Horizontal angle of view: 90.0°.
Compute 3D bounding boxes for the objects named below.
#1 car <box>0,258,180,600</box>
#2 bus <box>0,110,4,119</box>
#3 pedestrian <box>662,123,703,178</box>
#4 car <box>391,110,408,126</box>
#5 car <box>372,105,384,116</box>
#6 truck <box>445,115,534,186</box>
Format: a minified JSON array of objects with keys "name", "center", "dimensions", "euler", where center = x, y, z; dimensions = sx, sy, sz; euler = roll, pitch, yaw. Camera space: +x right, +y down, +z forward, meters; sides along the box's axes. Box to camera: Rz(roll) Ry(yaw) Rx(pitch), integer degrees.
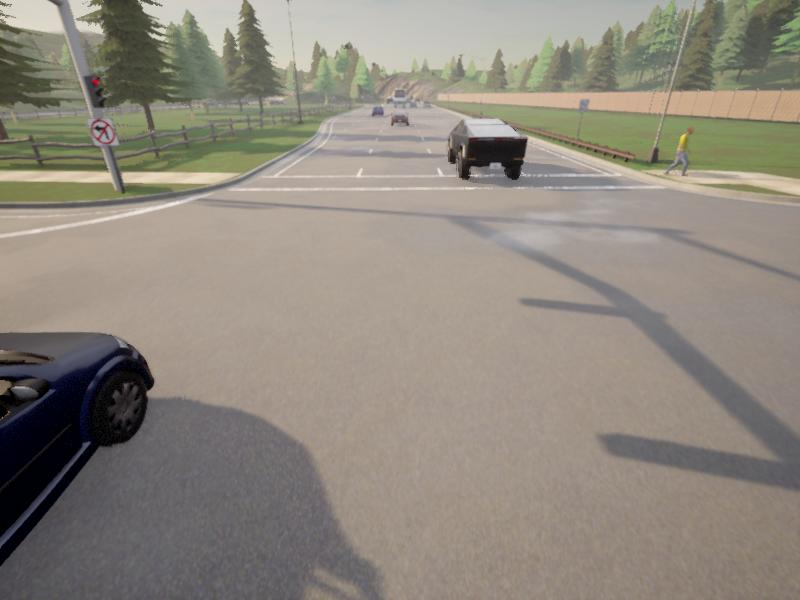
[{"name":"car","center":[-3.497,1.220,2.529],"dimensions":[1.851,1.617,3.988],"euler":[0,27,0]},{"name":"bus","center":[-61.034,-26.500,54.085],"dimensions":[3.944,4.253,10.273],"euler":[0,27,0]},{"name":"pedestrian","center":[10.615,-5.633,15.062],"dimensions":[0.751,1.860,0.751],"euler":[17,32,31]},{"name":"car","center":[-0.014,-20.319,44.571],"dimensions":[1.812,1.442,4.674],"euler":[0,27,0]},{"name":"car","center":[-3.523,-30.860,65.062],"dimensions":[1.816,1.474,4.193],"euler":[0,27,0]},{"name":"truck","center":[3.494,-6.645,17.226],"dimensions":[2.390,2.098,6.274],"euler":[0,27,0]}]
